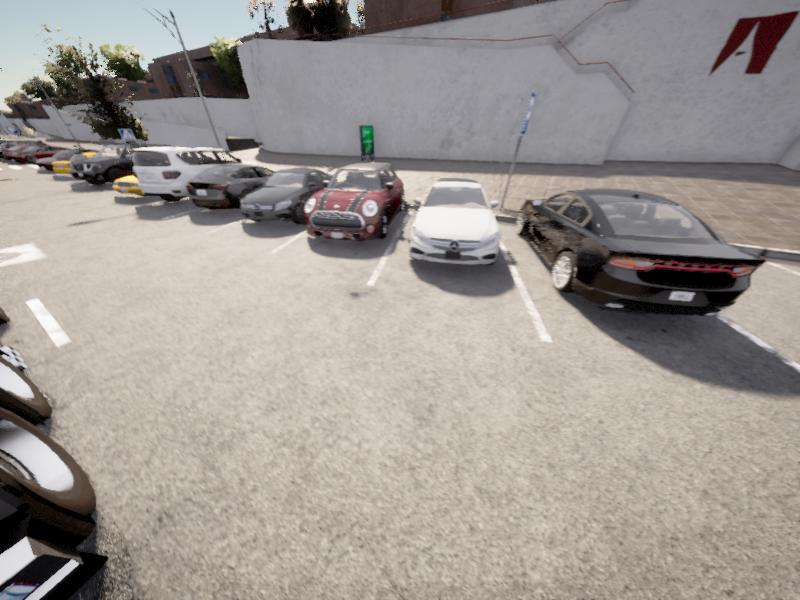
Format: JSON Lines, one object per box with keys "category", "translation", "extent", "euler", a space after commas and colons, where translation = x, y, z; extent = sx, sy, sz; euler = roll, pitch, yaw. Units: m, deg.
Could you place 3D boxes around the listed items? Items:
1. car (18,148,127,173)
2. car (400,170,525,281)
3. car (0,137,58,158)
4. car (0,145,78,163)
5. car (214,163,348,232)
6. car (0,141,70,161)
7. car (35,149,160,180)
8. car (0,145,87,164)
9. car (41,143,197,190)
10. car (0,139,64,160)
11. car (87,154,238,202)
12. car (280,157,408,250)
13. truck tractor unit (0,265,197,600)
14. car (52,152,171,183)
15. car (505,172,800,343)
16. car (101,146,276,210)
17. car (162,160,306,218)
{"category": "car", "translation": [-27.209, -11.896, 19.578], "extent": [2.163, 1.488, 4.792], "euler": [7, 35, 8]}
{"category": "car", "translation": [1.402, -2.359, 6.126], "extent": [2.002, 1.452, 4.674], "euler": [6, 35, 8]}
{"category": "car", "translation": [-50.533, -20.059, 30.310], "extent": [2.435, 2.045, 5.566], "euler": [7, 35, 8]}
{"category": "car", "translation": [-40.209, -16.321, 25.673], "extent": [2.002, 1.452, 4.674], "euler": [6, 35, 8]}
{"category": "car", "translation": [-3.794, -4.056, 8.600], "extent": [2.002, 1.452, 4.674], "euler": [6, 35, 8]}
{"category": "car", "translation": [-42.793, -17.320, 26.762], "extent": [2.185, 1.767, 4.553], "euler": [6, 35, 8]}
{"category": "car", "translation": [-21.980, -10.276, 17.304], "extent": [1.946, 1.575, 5.366], "euler": [6, 35, 8]}
{"category": "car", "translation": [-37.605, -15.431, 24.432], "extent": [2.163, 1.488, 4.792], "euler": [7, 35, 8]}
{"category": "car", "translation": [-16.800, -8.601, 14.551], "extent": [2.435, 2.045, 5.566], "euler": [7, 35, 8]}
{"category": "car", "translation": [-45.351, -18.363, 28.031], "extent": [1.878, 1.987, 4.442], "euler": [6, 35, 8]}
{"category": "car", "translation": [-11.633, -6.573, 12.119], "extent": [1.946, 1.575, 5.366], "euler": [6, 35, 8]}
{"category": "car", "translation": [-1.191, -3.361, 7.294], "extent": [2.185, 1.767, 4.553], "euler": [6, 35, 8]}
{"category": "truck tractor unit", "translation": [-5.115, -0.295, 0.784], "extent": [6.516, 4.208, 3.053], "euler": [18, 39, 24]}
{"category": "car", "translation": [-19.403, -9.260, 15.963], "extent": [2.002, 1.452, 4.674], "euler": [7, 35, 8]}
{"category": "car", "translation": [3.995, -1.541, 4.857], "extent": [2.097, 1.535, 5.008], "euler": [5, 35, 8]}
{"category": "car", "translation": [-8.997, -6.032, 10.923], "extent": [2.435, 2.045, 5.566], "euler": [6, 35, 8]}
{"category": "car", "translation": [-6.402, -4.942, 9.852], "extent": [2.163, 1.488, 4.792], "euler": [6, 35, 8]}
